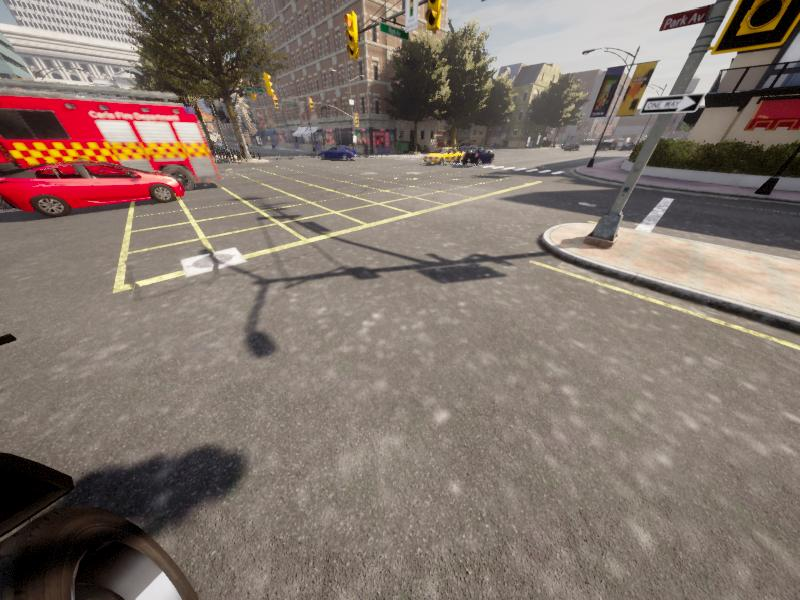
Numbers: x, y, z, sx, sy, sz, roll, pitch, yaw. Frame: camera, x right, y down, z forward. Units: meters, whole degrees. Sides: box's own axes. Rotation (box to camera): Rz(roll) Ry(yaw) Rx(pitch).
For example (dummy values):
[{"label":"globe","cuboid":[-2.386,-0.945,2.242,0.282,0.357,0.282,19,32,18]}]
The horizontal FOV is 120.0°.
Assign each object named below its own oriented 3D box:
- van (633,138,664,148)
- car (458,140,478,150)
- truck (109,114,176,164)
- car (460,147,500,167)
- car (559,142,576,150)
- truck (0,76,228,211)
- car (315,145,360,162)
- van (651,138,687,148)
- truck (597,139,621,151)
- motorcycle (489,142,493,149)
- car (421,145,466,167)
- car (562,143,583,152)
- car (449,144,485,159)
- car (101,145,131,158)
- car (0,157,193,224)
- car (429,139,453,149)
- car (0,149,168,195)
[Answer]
[{"label":"van","cuboid":[75.601,-47.870,70.346,6.366,2.431,2.351,-3,35,-4]},{"label":"car","cuboid":[15.141,-34.654,51.611,1.905,1.878,3.866,-25,42,-31]},{"label":"truck","cuboid":[-27.249,-17.094,24.681,2.891,3.827,8.468,-28,44,-34]},{"label":"car","cuboid":[7.828,-14.102,22.678,3.633,1.501,1.845,-28,44,-34]},{"label":"car","cuboid":[39.565,-36.295,54.504,4.674,1.442,1.812,-28,44,-34]},{"label":"truck","cuboid":[-13.372,-6.598,9.872,8.468,3.827,2.891,-28,44,-34]},{"label":"car","cuboid":[-7.234,-17.187,27.025,4.674,1.442,1.812,11,37,15]},{"label":"van","cuboid":[78.314,-45.731,67.327,6.366,2.431,2.351,4,35,5]},{"label":"truck","cuboid":[47.625,-35.334,52.626,6.274,2.098,2.390,-28,44,-34]},{"label":"motorcycle","cuboid":[22.553,-38.273,57.107,0.764,1.277,2.356,2,34,20]},{"label":"car","cuboid":[4.519,-14.822,23.631,1.801,1.575,5.366,28,44,33]},{"label":"car","cuboid":[35.467,-31.415,47.494,4.892,1.490,1.837,-28,44,-34]},{"label":"car","cuboid":[9.202,-20.336,31.541,4.974,1.542,2.038,-28,44,-34]},{"label":"car","cuboid":[-36.836,-19.373,30.035,1.895,1.301,4.718,-28,44,-34]},{"label":"car","cuboid":[-11.153,-4.340,8.676,2.007,1.525,4.514,27,43,33]},{"label":"car","cuboid":[9.939,-38.124,56.367,2.150,2.045,5.566,-28,44,-34]},{"label":"car","cuboid":[-16.213,-6.946,12.243,5.238,1.638,1.930,-28,44,-34]}]
